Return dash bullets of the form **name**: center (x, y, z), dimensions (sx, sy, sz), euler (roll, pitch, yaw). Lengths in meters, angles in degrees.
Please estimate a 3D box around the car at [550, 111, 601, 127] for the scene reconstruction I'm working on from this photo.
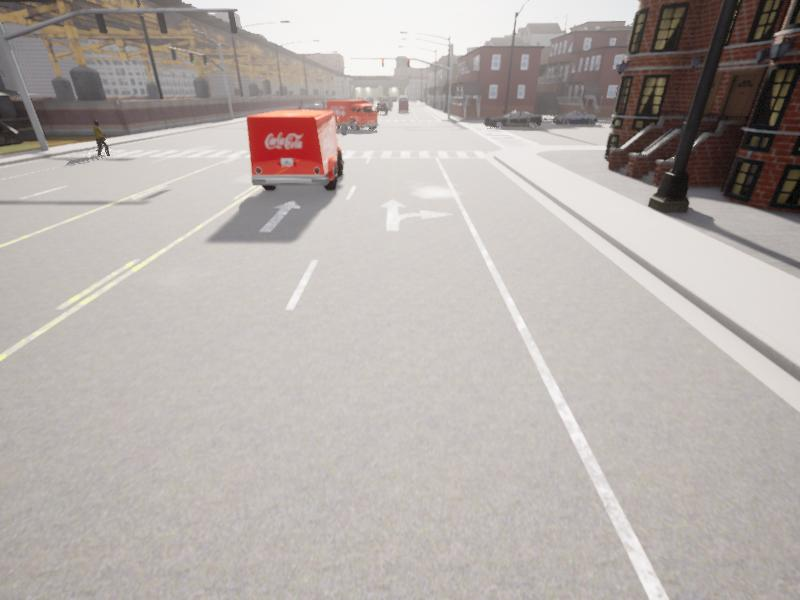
- **car**: center (17.893, -18.544, 40.883), dimensions (4.181, 1.385, 1.994), euler (0, 27, 1)

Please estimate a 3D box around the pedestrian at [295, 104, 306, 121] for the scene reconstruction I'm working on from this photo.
- **pedestrian**: center (-11.874, -22.336, 47.661), dimensions (0.751, 1.860, 0.751), euler (10, 29, 19)

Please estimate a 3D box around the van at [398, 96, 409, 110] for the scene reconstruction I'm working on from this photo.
- **van**: center (0.736, -40.322, 81.709), dimensions (1.988, 2.561, 5.915), euler (0, 27, 1)

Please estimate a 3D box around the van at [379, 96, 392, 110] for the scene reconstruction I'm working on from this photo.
- **van**: center (-2.765, -39.218, 79.701), dimensions (2.351, 2.431, 6.366), euler (0, 27, 0)

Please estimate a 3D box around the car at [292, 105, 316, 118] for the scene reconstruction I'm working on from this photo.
- **car**: center (-13.494, -26.697, 56.647), dimensions (2.033, 1.411, 5.357), euler (0, 27, 0)

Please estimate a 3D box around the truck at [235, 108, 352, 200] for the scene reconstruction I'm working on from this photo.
- **truck**: center (-3.444, -5.503, 14.519), dimensions (2.627, 2.467, 5.204), euler (0, 27, 1)

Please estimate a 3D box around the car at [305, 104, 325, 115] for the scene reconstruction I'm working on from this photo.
- **car**: center (-13.430, -30.169, 63.354), dimensions (2.033, 1.411, 5.357), euler (0, 27, 0)

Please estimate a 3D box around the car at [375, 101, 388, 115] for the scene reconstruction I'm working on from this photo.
- **car**: center (-2.919, -30.801, 64.033), dimensions (1.932, 1.855, 4.605), euler (0, 27, 0)

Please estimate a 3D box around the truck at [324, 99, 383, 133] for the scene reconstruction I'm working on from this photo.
- **truck**: center (-4.280, -16.889, 36.510), dimensions (2.627, 2.467, 5.204), euler (-24, 36, -37)

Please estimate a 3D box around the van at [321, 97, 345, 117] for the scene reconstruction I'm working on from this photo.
- **van**: center (-9.955, -29.124, 60.209), dimensions (2.351, 2.431, 6.366), euler (0, 27, 0)

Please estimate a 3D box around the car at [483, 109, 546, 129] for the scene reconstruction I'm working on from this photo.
- **car**: center (10.705, -17.043, 37.698), dimensions (5.238, 1.638, 1.930), euler (0, 27, 0)

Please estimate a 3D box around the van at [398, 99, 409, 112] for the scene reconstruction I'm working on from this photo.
- **van**: center (0.642, -34.548, 71.148), dimensions (1.775, 1.987, 4.442), euler (0, 27, 1)

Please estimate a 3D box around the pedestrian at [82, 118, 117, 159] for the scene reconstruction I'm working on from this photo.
- **pedestrian**: center (-15.415, -8.323, 20.591), dimensions (0.751, 1.860, 0.751), euler (-5, 28, -10)
